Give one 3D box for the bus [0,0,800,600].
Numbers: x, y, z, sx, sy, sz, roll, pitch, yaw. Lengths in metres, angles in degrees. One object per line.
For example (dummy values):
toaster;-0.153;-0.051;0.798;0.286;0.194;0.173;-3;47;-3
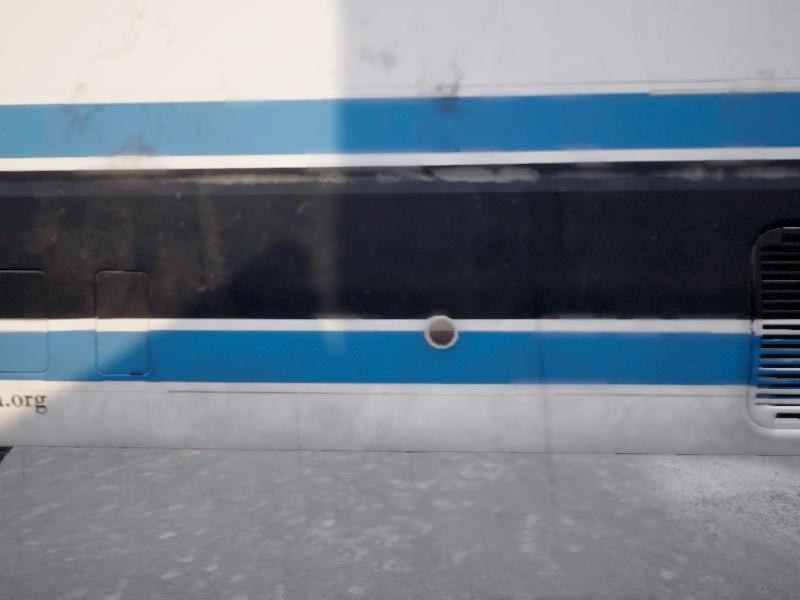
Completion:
bus;1.309;-1.138;2.532;10.273;4.253;3.944;0;0;2
